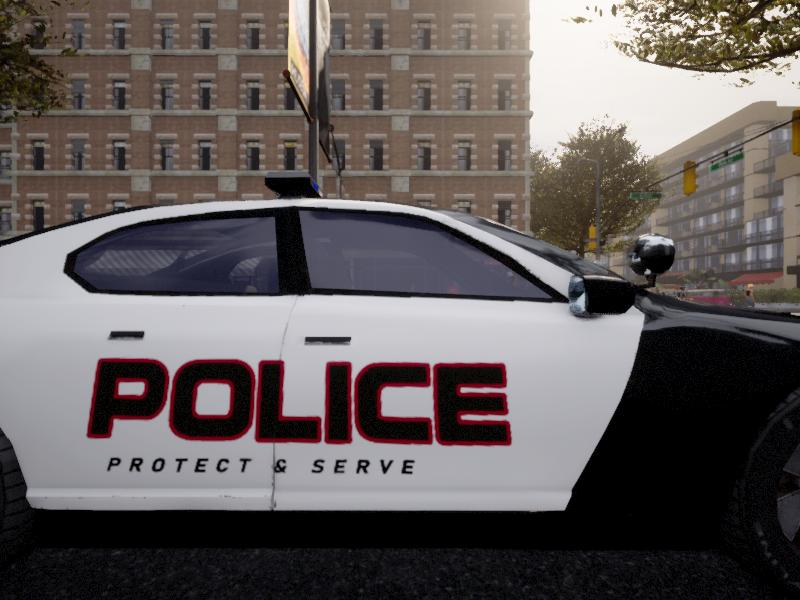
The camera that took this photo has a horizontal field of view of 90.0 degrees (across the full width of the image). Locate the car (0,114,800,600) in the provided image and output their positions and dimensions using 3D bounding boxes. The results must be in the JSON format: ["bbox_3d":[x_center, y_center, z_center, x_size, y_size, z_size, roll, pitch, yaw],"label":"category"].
[{"bbox_3d":[-0.057,0.226,2.190,4.974,1.542,2.038,0,0,0],"label":"car"}]

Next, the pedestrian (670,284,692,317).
[{"bbox_3d":[16.012,0.037,22.826,0.751,1.860,0.751,0,0,4],"label":"pedestrian"}]

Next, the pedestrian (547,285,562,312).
[{"bbox_3d":[10.866,-0.115,28.132,0.751,1.860,0.751,0,0,-10],"label":"pedestrian"}]

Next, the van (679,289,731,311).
[{"bbox_3d":[29.978,-0.002,39.523,1.775,1.987,4.442,0,0,0],"label":"van"}]

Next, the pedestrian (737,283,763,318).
[{"bbox_3d":[18.774,0.037,21.462,0.751,1.860,0.751,0,0,-1],"label":"pedestrian"}]

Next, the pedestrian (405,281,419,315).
[{"bbox_3d":[0.675,-0.115,21.921,0.751,1.860,0.751,0,0,2],"label":"pedestrian"}]

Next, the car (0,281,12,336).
[{"bbox_3d":[-13.245,0.244,10.205,4.892,1.490,1.837,0,0,0],"label":"car"}]

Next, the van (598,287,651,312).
[{"bbox_3d":[19.501,-0.029,35.025,2.069,2.038,4.480,0,0,0],"label":"van"}]

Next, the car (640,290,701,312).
[{"bbox_3d":[23.006,0.094,34.242,2.097,1.767,4.553,0,0,0],"label":"car"}]

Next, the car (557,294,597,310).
[{"bbox_3d":[19.456,0.180,44.227,2.152,1.651,5.027,0,0,0],"label":"car"}]

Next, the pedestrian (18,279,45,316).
[{"bbox_3d":[-19.154,-0.115,20.783,0.751,1.860,0.751,0,0,15],"label":"pedestrian"}]
